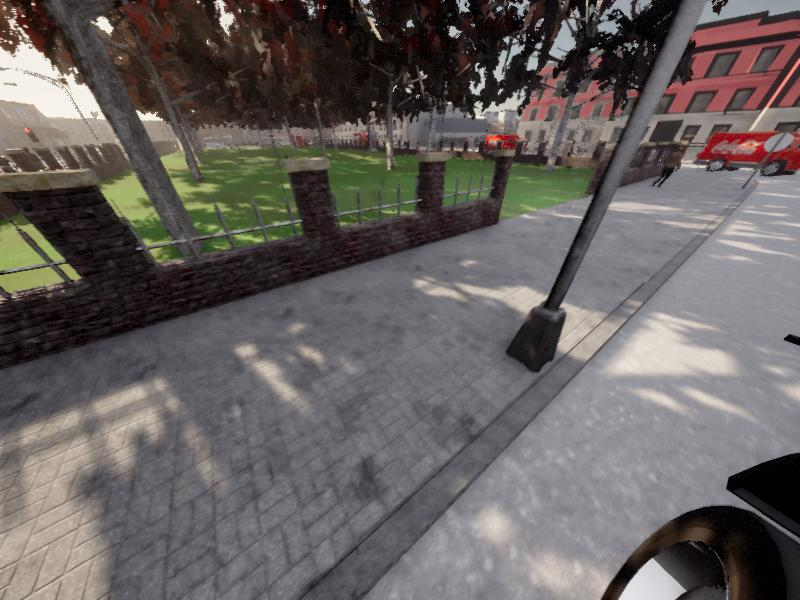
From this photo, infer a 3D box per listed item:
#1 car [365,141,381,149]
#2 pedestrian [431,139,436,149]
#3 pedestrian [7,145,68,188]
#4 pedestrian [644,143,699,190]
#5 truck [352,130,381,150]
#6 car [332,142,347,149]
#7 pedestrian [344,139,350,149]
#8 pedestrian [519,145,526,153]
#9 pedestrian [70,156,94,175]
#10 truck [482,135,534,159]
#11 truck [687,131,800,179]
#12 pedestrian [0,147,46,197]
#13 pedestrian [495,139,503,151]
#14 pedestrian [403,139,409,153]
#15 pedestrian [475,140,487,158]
[{"bbox_3d":[-7.277,-41.224,61.433,2.033,1.649,4.856,-22,41,-28],"label":"car"},{"bbox_3d":[7.261,-33.697,49.880,0.751,1.860,0.751,-19,39,-24],"label":"pedestrian"},{"bbox_3d":[-18.956,-7.011,12.157,0.751,1.860,0.751,-22,40,-28],"label":"pedestrian"},{"bbox_3d":[12.981,-6.413,11.105,0.751,1.860,0.751,-13,37,-17],"label":"pedestrian"},{"bbox_3d":[-8.205,-38.847,56.183,2.891,3.827,8.468,-22,41,-28],"label":"truck"},{"bbox_3d":[-17.997,-45.856,68.364,2.152,1.651,5.027,-22,41,-28],"label":"car"},{"bbox_3d":[-12.576,-37.107,54.848,0.751,1.860,0.751,-27,43,-33],"label":"pedestrian"},{"bbox_3d":[19.370,-23.935,36.602,0.500,1.100,0.500,-23,41,-29],"label":"pedestrian"},{"bbox_3d":[-22.959,-9.738,16.714,0.500,1.100,0.500,-26,43,-32],"label":"pedestrian"},{"bbox_3d":[14.002,-20.245,30.423,2.627,2.467,5.204,-22,41,-28],"label":"truck"},{"bbox_3d":[24.968,-10.151,16.037,2.627,2.467,5.204,-8,35,-13],"label":"truck"},{"bbox_3d":[-17.410,-5.734,10.333,0.751,1.860,0.751,-22,40,-27],"label":"pedestrian"},{"bbox_3d":[17.981,-28.164,42.043,0.751,1.860,0.751,-8,36,-11],"label":"pedestrian"},{"bbox_3d":[0.956,-25.990,38.978,0.751,1.860,0.751,-22,41,-28],"label":"pedestrian"},{"bbox_3d":[9.989,-18.555,28.363,0.751,1.860,0.751,-22,41,-28],"label":"pedestrian"}]
